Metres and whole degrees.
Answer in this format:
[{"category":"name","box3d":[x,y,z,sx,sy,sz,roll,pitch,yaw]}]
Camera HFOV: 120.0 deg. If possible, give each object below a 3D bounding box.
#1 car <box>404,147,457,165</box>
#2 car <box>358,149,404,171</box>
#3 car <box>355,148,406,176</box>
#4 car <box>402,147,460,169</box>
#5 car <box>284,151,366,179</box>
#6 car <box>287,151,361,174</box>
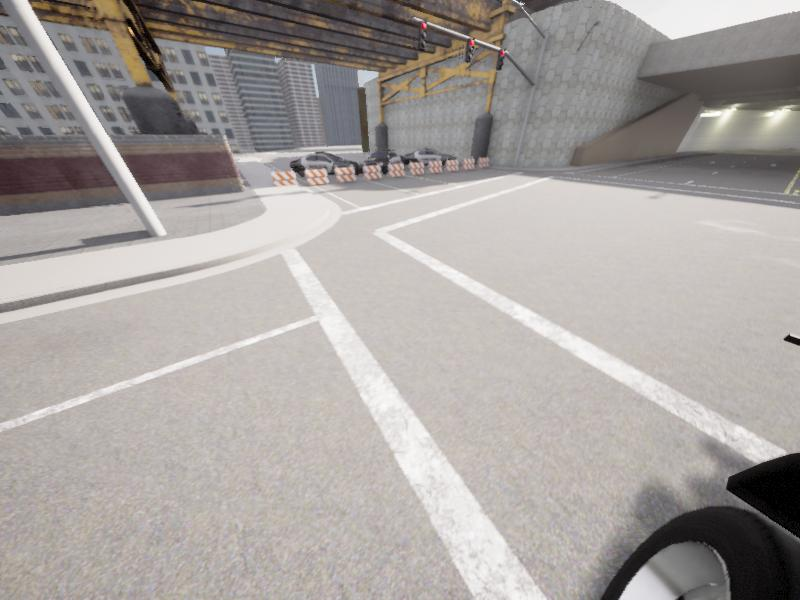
[{"category":"car","box3d":[2.697,-13.357,21.366,4.536,1.218,1.853,-3,35,-3]},{"category":"car","box3d":[-1.332,-11.324,18.516,1.853,1.218,4.536,12,37,17]},{"category":"car","box3d":[-1.349,-11.167,18.566,2.038,1.542,4.974,12,37,17]},{"category":"car","box3d":[2.750,-13.231,21.459,4.974,1.542,2.038,-3,35,-3]},{"category":"car","box3d":[-5.227,-9.715,16.545,4.974,1.542,2.038,6,35,9]},{"category":"car","box3d":[-5.279,-9.849,16.463,4.536,1.218,1.853,6,35,9]}]
